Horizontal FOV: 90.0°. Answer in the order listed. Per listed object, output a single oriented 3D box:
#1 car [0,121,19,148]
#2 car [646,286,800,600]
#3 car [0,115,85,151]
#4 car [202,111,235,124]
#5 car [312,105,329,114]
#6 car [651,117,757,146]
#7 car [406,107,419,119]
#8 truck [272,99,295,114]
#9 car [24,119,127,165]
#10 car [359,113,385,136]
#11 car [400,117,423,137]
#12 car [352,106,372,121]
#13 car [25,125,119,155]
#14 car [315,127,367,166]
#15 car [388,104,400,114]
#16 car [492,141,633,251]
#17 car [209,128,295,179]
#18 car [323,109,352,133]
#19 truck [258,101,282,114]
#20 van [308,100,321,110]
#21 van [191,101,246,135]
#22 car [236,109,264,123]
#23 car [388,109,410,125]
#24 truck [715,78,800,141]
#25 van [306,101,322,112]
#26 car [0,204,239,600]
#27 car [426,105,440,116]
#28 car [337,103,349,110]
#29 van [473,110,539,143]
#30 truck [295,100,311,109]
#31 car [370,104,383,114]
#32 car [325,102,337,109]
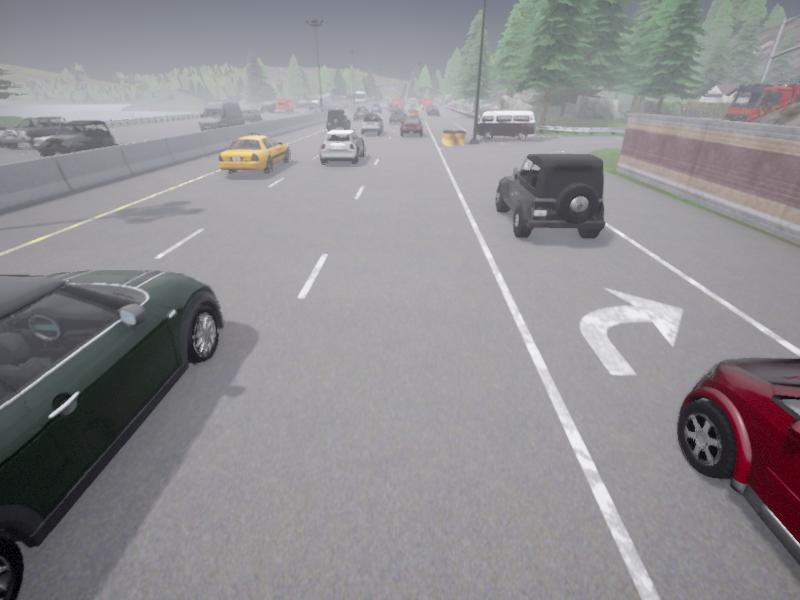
[{"bbox_3d":[-27.309,-10.302,25.230,2.007,1.525,4.514,1,27,2],"label":"car"},{"bbox_3d":[3.444,1.404,2.204,1.789,1.549,3.705,1,26,1],"label":"car"},{"bbox_3d":[-23.765,-11.106,26.413,1.932,1.855,4.605,1,27,2],"label":"car"},{"bbox_3d":[-22.963,-23.241,50.808,1.895,1.301,4.718,1,27,2],"label":"car"},{"bbox_3d":[-15.111,-36.413,76.420,2.128,1.511,4.902,1,27,2],"label":"car"},{"bbox_3d":[19.545,-10.950,25.966,4.974,1.542,2.038,1,27,1],"label":"car"},{"bbox_3d":[1.843,-27.924,59.660,1.882,1.535,5.008,1,27,2],"label":"car"},{"bbox_3d":[-22.108,-36.962,76.376,2.627,2.467,5.204,1,27,2],"label":"truck"},{"bbox_3d":[-16.935,-8.459,21.197,1.905,1.878,3.866,1,27,2],"label":"car"},{"bbox_3d":[-2.449,-15.731,35.720,1.851,1.617,3.988,1,27,2],"label":"car"},{"bbox_3d":[1.017,-15.071,34.764,1.895,1.301,4.718,1,27,2],"label":"car"},{"bbox_3d":[-5.268,-26.314,56.377,2.242,1.667,4.611,1,27,2],"label":"car"},{"bbox_3d":[-20.311,-10.123,25.118,1.895,1.301,4.718,1,27,2],"label":"car"},{"bbox_3d":[-2.946,-8.070,20.864,1.970,1.475,3.806,1,27,2],"label":"car"},{"bbox_3d":[-1.109,-36.406,76.276,2.242,1.667,4.611,1,27,2],"label":"car"},{"bbox_3d":[3.707,-2.801,10.077,1.905,1.878,3.866,1,27,2],"label":"car"},{"bbox_3d":[-6.524,-6.879,18.424,1.801,1.575,5.366,1,27,2],"label":"car"},{"bbox_3d":[-5.871,-17.102,38.099,1.905,1.878,3.866,1,27,2],"label":"car"},{"bbox_3d":[-25.525,-38.098,79.014,2.390,2.098,6.274,1,27,2],"label":"truck"},{"bbox_3d":[-21.327,-48.811,100.058,2.069,2.038,4.480,1,27,2],"label":"van"},{"bbox_3d":[-16.422,-16.763,36.742,1.988,2.561,5.915,1,27,2],"label":"van"},{"bbox_3d":[-19.419,-23.941,51.975,1.816,1.474,4.193,1,27,2],"label":"car"},{"bbox_3d":[-0.089,-22.225,48.518,1.845,1.501,3.633,6,28,11],"label":"car"},{"bbox_3d":[28.308,-13.441,28.380,8.468,3.827,2.891,1,27,1],"label":"truck"},{"bbox_3d":[-17.839,-40.278,83.344,2.069,2.038,4.480,1,27,2],"label":"van"},{"bbox_3d":[-3.514,0.589,3.562,2.097,1.767,4.553,1,27,2],"label":"car"},{"bbox_3d":[5.632,-32.332,68.297,2.038,1.542,4.974,1,27,2],"label":"car"},{"bbox_3d":[-14.329,-48.468,100.021,2.128,1.511,4.902,1,27,2],"label":"car"},{"bbox_3d":[7.937,-13.084,30.031,4.480,2.038,2.069,8,30,16],"label":"van"},{"bbox_3d":[-24.748,-50.094,102.501,2.390,2.098,6.274,1,27,2],"label":"truck"},{"bbox_3d":[-4.559,-37.241,77.796,2.033,1.649,4.856,1,27,2],"label":"car"},{"bbox_3d":[-17.751,-49.776,102.427,2.038,1.542,4.974,1,27,2],"label":"car"}]
